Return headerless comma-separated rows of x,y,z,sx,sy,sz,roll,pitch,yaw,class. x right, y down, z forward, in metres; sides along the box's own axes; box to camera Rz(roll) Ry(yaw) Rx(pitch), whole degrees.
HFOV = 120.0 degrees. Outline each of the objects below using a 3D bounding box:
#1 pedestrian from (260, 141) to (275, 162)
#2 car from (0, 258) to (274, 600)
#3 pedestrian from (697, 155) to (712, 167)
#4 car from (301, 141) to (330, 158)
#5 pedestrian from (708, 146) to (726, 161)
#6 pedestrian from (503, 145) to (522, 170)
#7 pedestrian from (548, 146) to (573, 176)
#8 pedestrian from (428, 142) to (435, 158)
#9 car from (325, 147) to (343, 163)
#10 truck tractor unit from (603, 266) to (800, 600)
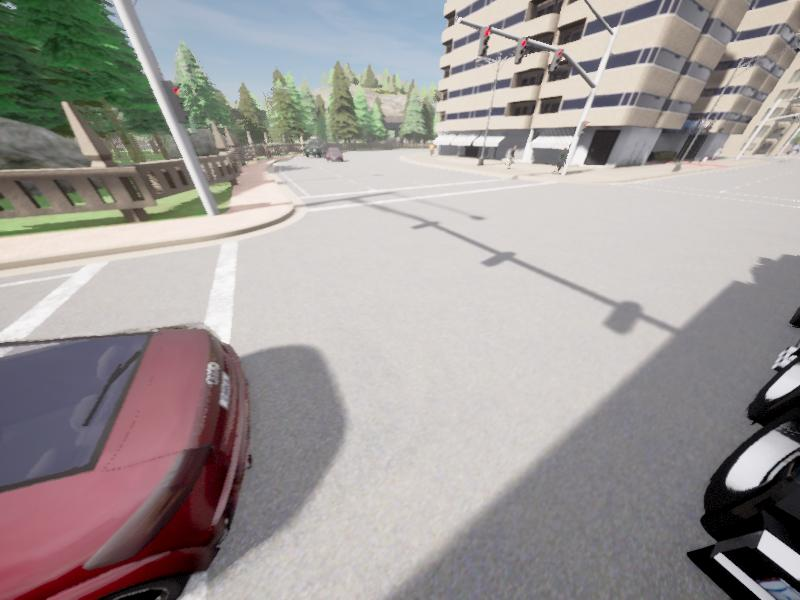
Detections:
-14.575,-16.349,25.405,0.751,1.860,0.751,-1,35,-3,pedestrian
-3.150,1.244,1.008,4.181,1.385,1.994,-18,39,-24,car
33.828,-15.460,25.673,0.500,1.100,0.500,-17,38,-24,pedestrian
-12.467,-22.583,34.595,2.150,2.045,5.566,1,35,0,car
47.026,-21.735,34.287,0.751,1.860,0.751,-19,39,-26,pedestrian
9.760,-12.416,20.119,0.751,1.860,0.751,-19,39,-26,pedestrian
11.934,-10.387,17.222,0.751,1.860,0.751,-19,39,-26,pedestrian
4.643,-21.890,33.725,0.751,1.860,0.751,-2,35,-4,pedestrian
-7.965,-17.674,28.104,1.812,1.442,4.674,-6,35,-10,car
5.115,-0.294,0.794,6.516,4.208,3.053,-18,38,-24,truck tractor unit
